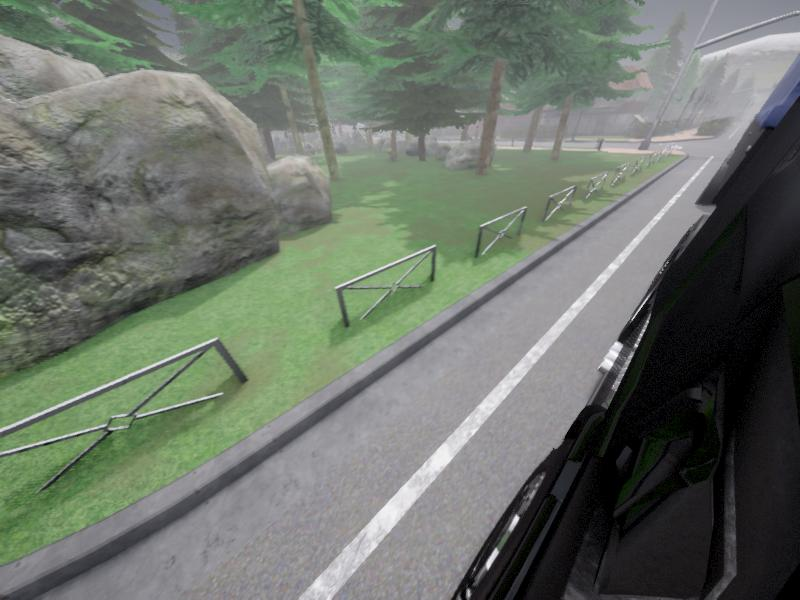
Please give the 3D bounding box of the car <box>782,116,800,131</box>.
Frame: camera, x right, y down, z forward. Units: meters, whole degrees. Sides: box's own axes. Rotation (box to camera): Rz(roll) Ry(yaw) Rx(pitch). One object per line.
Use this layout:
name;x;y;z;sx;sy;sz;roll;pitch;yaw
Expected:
car;53.361;-23.471;30.667;4.792;1.488;2.163;-28;44;-30

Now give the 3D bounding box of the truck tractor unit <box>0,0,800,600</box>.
truck tractor unit;2.645;-0.295;0.352;6.516;4.208;3.053;-28;44;-30

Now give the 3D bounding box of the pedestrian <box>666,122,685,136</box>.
pedestrian;32.389;-20.072;27.165;0.751;1.300;0.751;-23;42;-26

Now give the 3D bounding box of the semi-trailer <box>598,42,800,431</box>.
semi-trailer;8.700;-3.591;4.245;14.254;4.402;2.717;-28;44;-30
